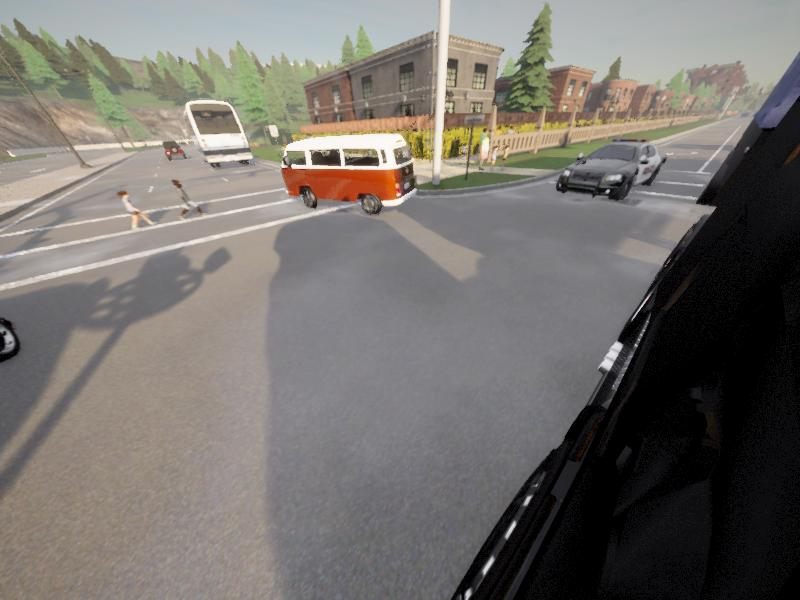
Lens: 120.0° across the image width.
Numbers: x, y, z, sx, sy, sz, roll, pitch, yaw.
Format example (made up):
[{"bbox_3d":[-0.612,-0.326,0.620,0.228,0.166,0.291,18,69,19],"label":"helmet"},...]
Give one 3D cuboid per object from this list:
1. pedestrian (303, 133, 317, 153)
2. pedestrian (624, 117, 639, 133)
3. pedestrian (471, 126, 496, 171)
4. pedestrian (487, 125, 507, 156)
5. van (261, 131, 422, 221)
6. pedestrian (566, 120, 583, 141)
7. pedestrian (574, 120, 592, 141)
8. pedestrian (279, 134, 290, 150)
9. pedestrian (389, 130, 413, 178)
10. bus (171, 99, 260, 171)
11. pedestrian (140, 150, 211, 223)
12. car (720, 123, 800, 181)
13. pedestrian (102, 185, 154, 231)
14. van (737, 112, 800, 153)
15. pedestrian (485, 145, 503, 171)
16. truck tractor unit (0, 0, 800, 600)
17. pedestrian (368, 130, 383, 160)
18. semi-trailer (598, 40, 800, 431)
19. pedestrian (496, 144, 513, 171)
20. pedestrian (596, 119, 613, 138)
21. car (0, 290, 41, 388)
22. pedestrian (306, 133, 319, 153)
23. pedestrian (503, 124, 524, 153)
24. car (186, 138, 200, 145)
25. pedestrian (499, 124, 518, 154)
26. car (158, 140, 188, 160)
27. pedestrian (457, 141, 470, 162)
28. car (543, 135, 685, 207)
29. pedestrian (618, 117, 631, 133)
[{"bbox_3d":[-10.318,-17.981,26.463,0.751,1.860,0.751,-29,44,-31],"label":"pedestrian"},{"bbox_3d":[34.760,-26.303,34.730,0.751,1.860,0.751,-28,44,-30],"label":"pedestrian"},{"bbox_3d":[4.272,-7.746,11.873,0.751,1.860,0.751,17,41,24],"label":"pedestrian"},{"bbox_3d":[7.148,-11.765,17.059,0.751,1.860,0.751,29,47,35],"label":"pedestrian"},{"bbox_3d":[-1.744,-4.202,7.667,4.480,2.038,2.069,14,41,20],"label":"van"},{"bbox_3d":[19.257,-18.672,25.519,0.751,1.860,0.751,-26,43,-28],"label":"pedestrian"},{"bbox_3d":[19.801,-18.351,25.056,0.751,1.860,0.751,-28,44,-30],"label":"pedestrian"},{"bbox_3d":[-16.808,-23.051,33.643,0.751,1.860,0.751,0,37,4],"label":"pedestrian"},{"bbox_3d":[0.077,-6.892,10.946,0.751,1.860,0.751,-28,44,-30],"label":"pedestrian"},{"bbox_3d":[-16.956,-14.850,20.997,3.944,4.253,10.273,-27,43,-29],"label":"bus"},{"bbox_3d":[-6.903,-3.513,7.184,0.751,1.860,0.751,28,47,35],"label":"pedestrian"},{"bbox_3d":[16.320,-6.543,9.999,5.027,1.651,2.152,-28,44,-30],"label":"car"},{"bbox_3d":[-7.907,-2.685,6.772,0.500,1.100,0.500,-31,45,-32],"label":"pedestrian"},{"bbox_3d":[24.837,-11.247,15.437,4.442,1.987,1.775,-28,44,-30],"label":"van"},{"bbox_3d":[4.797,-7.256,11.820,0.500,1.100,0.500,20,42,27],"label":"pedestrian"},{"bbox_3d":[2.645,-0.295,0.351,6.516,4.208,3.053,-28,44,-30],"label":"truck tractor unit"},{"bbox_3d":[-1.884,-11.993,17.933,0.751,1.860,0.751,-27,43,-29],"label":"pedestrian"},{"bbox_3d":[8.691,-3.611,4.232,14.254,4.402,2.717,-28,44,-30],"label":"semi-trailer"},{"bbox_3d":[5.335,-7.255,11.785,0.500,1.100,0.500,5,37,10],"label":"pedestrian"},{"bbox_3d":[25.367,-21.307,28.652,0.751,1.860,0.751,-28,44,-30],"label":"pedestrian"},{"bbox_3d":[-4.941,1.094,1.353,1.994,1.385,4.181,-29,44,-31],"label":"car"},{"bbox_3d":[-9.784,-17.568,25.878,0.751,1.860,0.751,-24,42,-26],"label":"pedestrian"},{"bbox_3d":[9.000,-12.854,18.396,0.751,1.860,0.751,-22,41,-24],"label":"pedestrian"},{"bbox_3d":[-70.382,-53.908,78.516,4.605,1.855,1.932,22,43,29],"label":"car"},{"bbox_3d":[8.508,-12.659,18.167,0.751,1.860,0.751,24,44,31],"label":"pedestrian"},{"bbox_3d":[-28.700,-18.980,29.226,1.905,1.878,3.866,-28,43,-29],"label":"car"},{"bbox_3d":[4.192,-9.743,15.180,0.500,1.100,0.500,28,46,34],"label":"pedestrian"},{"bbox_3d":[7.766,-4.861,8.366,4.974,1.542,2.038,-25,42,-27],"label":"car"},{"bbox_3d":[35.130,-27.395,36.166,0.751,1.860,0.751,-28,44,-30],"label":"pedestrian"}]
